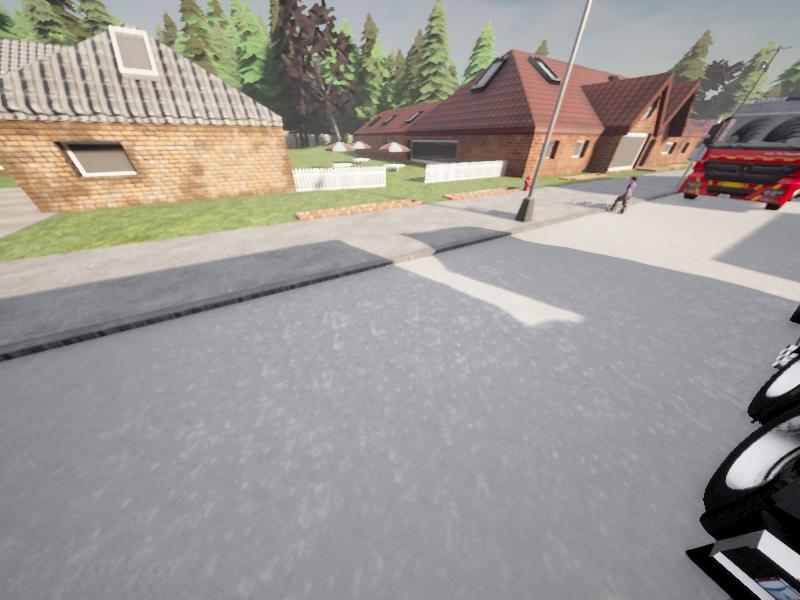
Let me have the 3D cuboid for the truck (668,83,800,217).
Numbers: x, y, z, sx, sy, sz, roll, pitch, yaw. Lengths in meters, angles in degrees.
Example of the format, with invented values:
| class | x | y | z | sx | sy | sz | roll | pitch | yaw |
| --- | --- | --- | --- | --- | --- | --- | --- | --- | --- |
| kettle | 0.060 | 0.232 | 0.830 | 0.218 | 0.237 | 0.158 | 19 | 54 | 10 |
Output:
| class | x | y | z | sx | sy | sz | roll | pitch | yaw |
| --- | --- | --- | --- | --- | --- | --- | --- | --- | --- |
| truck | 16.633 | -6.525 | 10.149 | 8.468 | 3.827 | 2.891 | -18 | 39 | -24 |

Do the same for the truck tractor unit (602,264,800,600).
| class | x | y | z | sx | sy | sz | roll | pitch | yaw |
| --- | --- | --- | --- | --- | --- | --- | --- | --- | --- |
| truck tractor unit | 5.108 | -0.304 | 0.780 | 6.516 | 4.208 | 3.053 | -18 | 39 | -24 |

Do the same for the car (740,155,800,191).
| class | x | y | z | sx | sy | sz | roll | pitch | yaw |
| --- | --- | --- | --- | --- | --- | --- | --- | --- | --- |
| car | 23.982 | -7.961 | 14.292 | 4.902 | 1.511 | 2.128 | -18 | 39 | -24 |

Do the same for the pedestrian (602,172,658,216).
| class | x | y | z | sx | sy | sz | roll | pitch | yaw |
| --- | --- | --- | --- | --- | --- | --- | --- | --- | --- |
| pedestrian | 8.335 | -3.867 | 8.435 | 0.751 | 1.300 | 0.751 | -13 | 37 | -18 |
